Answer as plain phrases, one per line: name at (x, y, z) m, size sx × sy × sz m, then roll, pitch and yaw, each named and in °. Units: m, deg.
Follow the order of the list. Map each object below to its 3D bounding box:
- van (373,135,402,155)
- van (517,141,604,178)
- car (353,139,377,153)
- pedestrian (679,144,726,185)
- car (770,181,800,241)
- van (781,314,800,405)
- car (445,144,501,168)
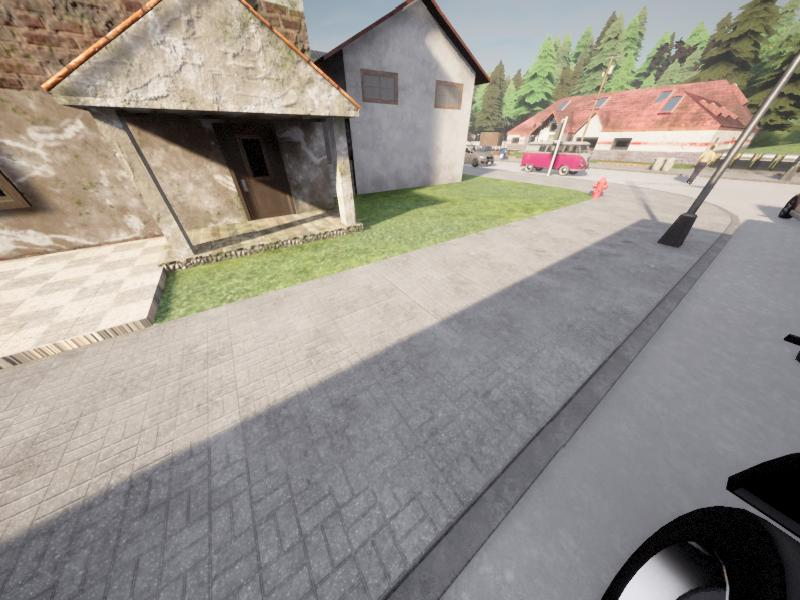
van at (-2.119, -25.732, 38.259) m, size 1.988 × 2.561 × 5.915 m, roll -22°, pitch 41°, yaw -27°
van at (11.259, -10.222, 16.625) m, size 1.775 × 1.987 × 4.442 m, roll -22°, pitch 40°, yaw -27°
car at (-6.678, -29.339, 43.837) m, size 2.150 × 2.045 × 5.566 m, roll -22°, pitch 40°, yaw -27°
pedestrian at (16.690, -7.495, 12.784) m, size 0.751 × 1.860 × 0.751 m, roll -24°, pitch 42°, yaw -30°
car at (12.321, -2.537, 6.083) m, size 3.705 × 1.549 × 1.789 m, roll -30°, pitch 45°, yaw -35°
van at (7.073, -0.468, 2.338) m, size 5.915 × 2.561 × 1.988 m, roll -20°, pitch 40°, yaw -26°
car at (6.795, -13.837, 22.062) m, size 2.242 × 1.667 × 4.611 m, roll -22°, pitch 40°, yaw -27°
